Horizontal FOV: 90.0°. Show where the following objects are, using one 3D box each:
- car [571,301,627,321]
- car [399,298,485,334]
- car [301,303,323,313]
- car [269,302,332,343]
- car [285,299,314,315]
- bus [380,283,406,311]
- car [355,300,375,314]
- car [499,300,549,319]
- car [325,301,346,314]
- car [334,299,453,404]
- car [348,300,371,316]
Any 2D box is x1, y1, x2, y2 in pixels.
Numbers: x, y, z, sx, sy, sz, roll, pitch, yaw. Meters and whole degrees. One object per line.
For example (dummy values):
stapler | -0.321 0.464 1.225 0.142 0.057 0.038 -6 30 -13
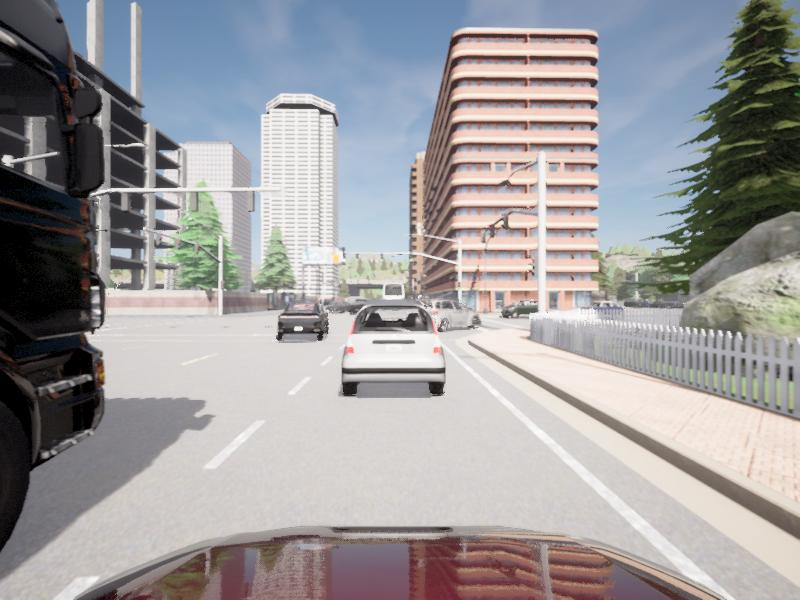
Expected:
car | 15.977 0.832 32.181 3.806 1.475 1.970 0 0 -22
car | 2.329 0.760 21.158 2.242 1.667 4.611 -1 -1 42
car | -11.336 1.001 51.942 1.895 1.301 4.718 0 0 -1
car | -4.145 0.850 17.470 2.128 1.511 4.902 0 0 -8
car | -11.223 0.744 44.940 2.097 1.767 4.553 0 0 -1
bus | -1.177 -0.464 65.797 3.944 4.253 10.273 0 0 -1
car | -4.325 0.813 50.480 2.242 1.667 4.611 0 0 -1
car | 10.607 0.796 34.371 3.705 1.549 1.789 0 0 -13
car | -7.777 0.898 48.488 1.837 1.490 4.892 0 0 -1
car | -0.129 0.798 8.212 1.851 1.617 3.988 0 0 -1
car | -4.358 0.819 43.817 1.930 1.638 5.238 0 0 2
